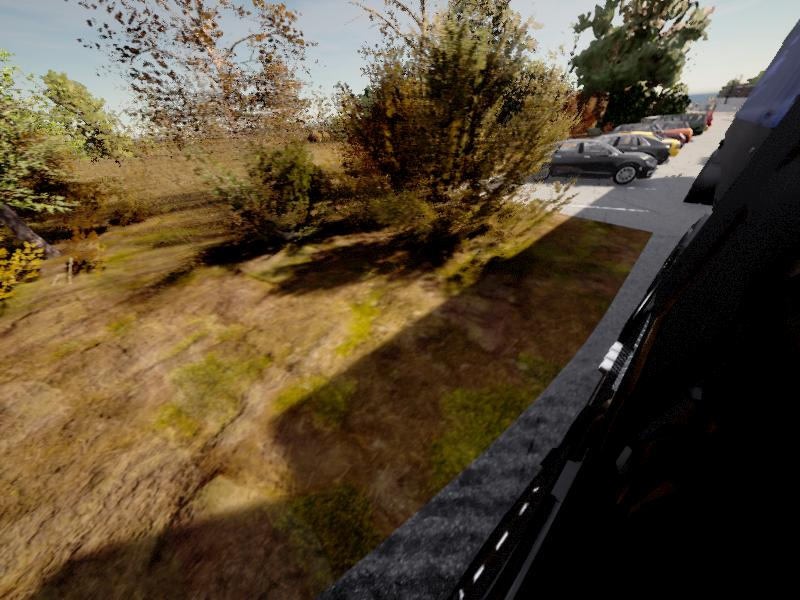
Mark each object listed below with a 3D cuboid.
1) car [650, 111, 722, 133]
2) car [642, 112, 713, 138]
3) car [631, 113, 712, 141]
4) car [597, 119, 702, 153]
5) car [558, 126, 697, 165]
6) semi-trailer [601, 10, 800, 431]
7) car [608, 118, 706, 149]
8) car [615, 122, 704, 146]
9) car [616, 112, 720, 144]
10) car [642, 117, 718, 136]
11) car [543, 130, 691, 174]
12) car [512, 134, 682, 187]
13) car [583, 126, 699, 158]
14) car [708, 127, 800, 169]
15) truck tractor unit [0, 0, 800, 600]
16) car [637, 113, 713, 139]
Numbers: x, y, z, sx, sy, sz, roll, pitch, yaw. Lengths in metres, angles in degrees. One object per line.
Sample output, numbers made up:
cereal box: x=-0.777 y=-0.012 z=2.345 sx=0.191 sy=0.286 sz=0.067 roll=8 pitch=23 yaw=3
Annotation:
car: x=39.633 y=-24.865 z=32.317 sx=5.566 sy=2.045 sz=2.435 roll=15 pitch=41 yaw=23
car: x=31.006 y=-19.680 z=26.067 sx=4.442 sy=1.987 sz=1.878 roll=15 pitch=40 yaw=23
car: x=26.624 y=-17.111 z=22.958 sx=4.442 sy=1.987 sz=1.878 roll=15 pitch=40 yaw=23
car: x=17.728 y=-11.936 z=16.870 sx=4.553 sy=1.767 sz=2.185 roll=15 pitch=40 yaw=24
car: x=12.593 y=-8.949 z=13.465 sx=5.366 sy=1.575 sz=1.946 roll=15 pitch=41 yaw=24
semi-trailer: x=8.543 y=-3.708 z=4.369 sx=14.254 sy=4.402 sz=2.717 roll=-30 pitch=45 yaw=-31
car: x=19.973 y=-13.199 z=18.390 sx=4.553 sy=1.767 sz=2.185 roll=15 pitch=41 yaw=23
car: x=22.148 y=-14.360 z=20.059 sx=4.674 sy=1.452 sz=2.002 roll=15 pitch=40 yaw=23
car: x=24.299 y=-15.881 z=21.445 sx=5.566 sy=2.045 sz=2.435 roll=15 pitch=41 yaw=23
car: x=33.270 y=-20.766 z=27.722 sx=5.366 sy=1.575 sz=1.946 roll=15 pitch=40 yaw=23
car: x=10.263 y=-7.441 z=11.626 sx=4.892 sy=1.521 sz=2.231 roll=15 pitch=41 yaw=23
car: x=7.753 y=-5.986 z=9.865 sx=4.892 sy=1.521 sz=2.231 roll=15 pitch=40 yaw=24
car: x=15.289 y=-10.338 z=15.173 sx=4.792 sy=1.488 sz=2.163 roll=15 pitch=40 yaw=23
car: x=17.843 y=-7.869 z=11.808 sx=4.181 sy=1.385 sz=1.994 roll=-30 pitch=45 yaw=-31
truck tractor unit: x=2.645 y=-0.295 z=0.351 sx=6.516 sy=4.208 sz=3.053 roll=-28 pitch=44 yaw=-30
car: x=28.814 y=-18.396 z=24.512 sx=4.442 sy=1.987 sz=1.878 roll=15 pitch=40 yaw=24
